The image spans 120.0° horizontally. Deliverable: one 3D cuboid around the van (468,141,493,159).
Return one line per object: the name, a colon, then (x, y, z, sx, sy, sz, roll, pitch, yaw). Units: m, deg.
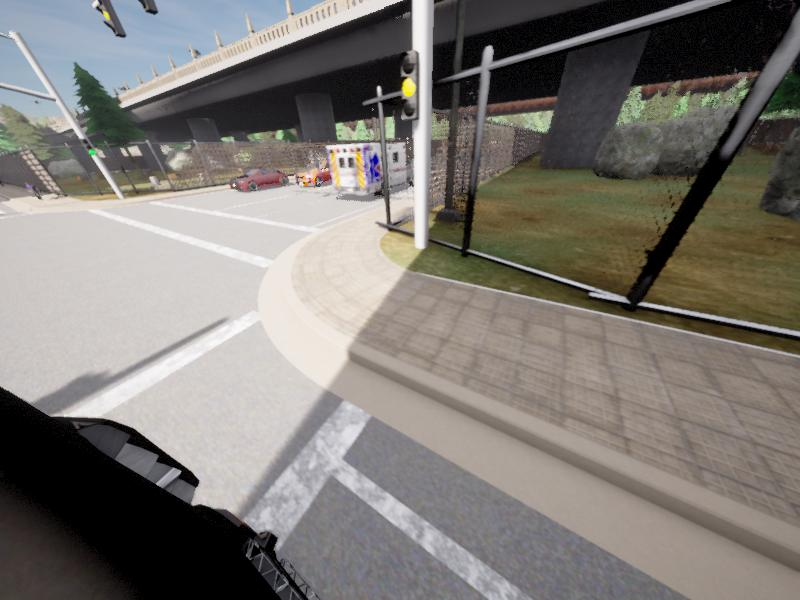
van: (14.424, -26.870, 41.224, 2.351, 2.431, 6.366, 16, 38, 26)

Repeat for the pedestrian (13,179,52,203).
pedestrian: (-24.594, -7.337, 15.511, 0.751, 1.300, 0.751, -30, 42, -34)

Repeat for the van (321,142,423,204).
van: (-1.111, -7.612, 13.437, 2.351, 2.431, 6.366, 16, 38, 26)

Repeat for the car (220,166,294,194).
car: (-10.687, -9.227, 17.601, 1.994, 1.385, 4.181, 16, 38, 26)

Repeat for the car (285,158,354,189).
car: (-6.124, -10.050, 18.202, 2.242, 1.667, 4.611, 16, 38, 26)
